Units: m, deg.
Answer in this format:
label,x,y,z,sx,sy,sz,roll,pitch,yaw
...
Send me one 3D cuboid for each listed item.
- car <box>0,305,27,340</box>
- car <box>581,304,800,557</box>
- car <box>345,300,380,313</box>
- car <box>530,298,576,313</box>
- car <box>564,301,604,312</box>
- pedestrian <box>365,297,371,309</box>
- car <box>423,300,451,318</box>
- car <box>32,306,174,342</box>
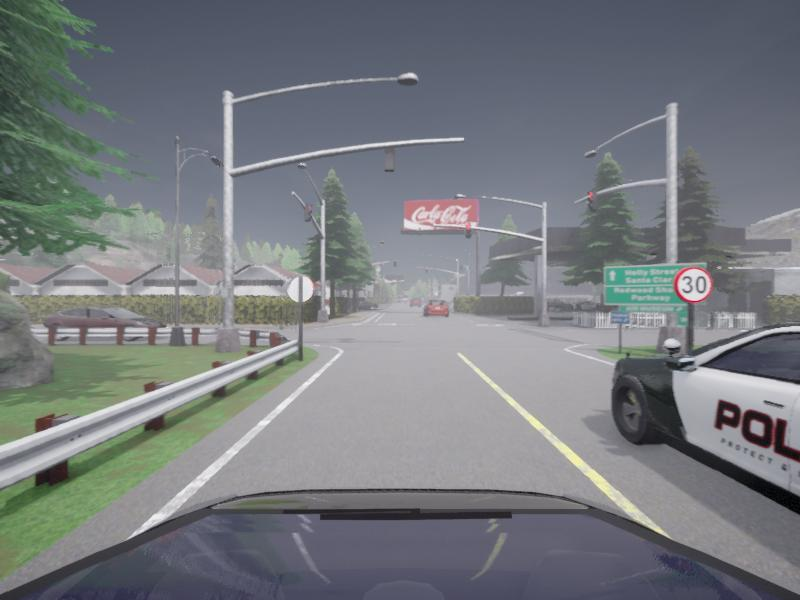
label,x,y,z,sx,sy,sz,roll,pitch,yaw
car,-20.100,1.009,17.954,5.008,1.535,1.882,0,0,0
car,3.498,0.824,2.980,2.038,1.542,4.974,0,0,0
car,-5.589,0.944,59.326,4.892,1.490,1.837,-4,3,-16
car,21.004,0.736,55.113,5.566,2.045,2.150,0,0,-1
car,26.919,0.993,58.631,4.974,1.542,2.038,0,0,0
pedestrian,-5.092,0.475,63.333,0.751,1.860,0.751,0,0,-12
car,3.490,0.823,38.899,2.242,1.667,4.611,2,0,0
car,-13.106,1.037,17.905,4.792,1.488,2.163,0,0,0
